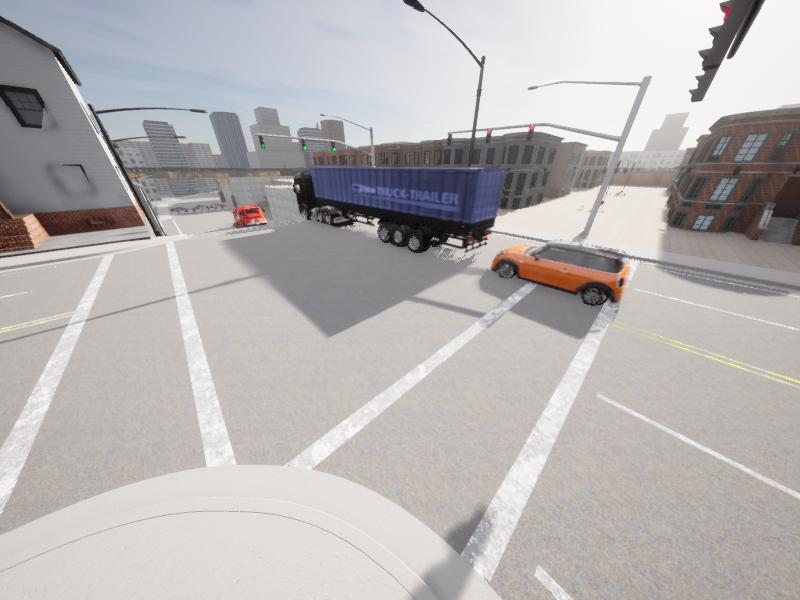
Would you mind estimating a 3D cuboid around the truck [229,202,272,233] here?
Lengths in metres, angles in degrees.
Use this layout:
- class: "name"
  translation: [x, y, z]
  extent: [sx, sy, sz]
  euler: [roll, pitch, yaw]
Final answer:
- class: "truck"
  translation: [-17.447, -9.513, 26.844]
  extent: [2.627, 2.467, 5.204]
  euler: [-27, 26, -37]

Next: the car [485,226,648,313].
- class: "car"
  translation: [6.165, -1.510, 9.131]
  extent: [2.097, 1.767, 4.553]
  euler: [-26, 39, -37]

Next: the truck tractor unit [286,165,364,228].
- class: "truck tractor unit"
  translation: [-6.530, -9.035, 19.959]
  extent: [3.053, 4.208, 6.516]
  euler: [-26, 37, -37]

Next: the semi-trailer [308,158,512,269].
- class: "semi-trailer"
  translation: [-1.000, -6.353, 14.908]
  extent: [2.717, 4.402, 14.254]
  euler: [-26, 38, -37]
